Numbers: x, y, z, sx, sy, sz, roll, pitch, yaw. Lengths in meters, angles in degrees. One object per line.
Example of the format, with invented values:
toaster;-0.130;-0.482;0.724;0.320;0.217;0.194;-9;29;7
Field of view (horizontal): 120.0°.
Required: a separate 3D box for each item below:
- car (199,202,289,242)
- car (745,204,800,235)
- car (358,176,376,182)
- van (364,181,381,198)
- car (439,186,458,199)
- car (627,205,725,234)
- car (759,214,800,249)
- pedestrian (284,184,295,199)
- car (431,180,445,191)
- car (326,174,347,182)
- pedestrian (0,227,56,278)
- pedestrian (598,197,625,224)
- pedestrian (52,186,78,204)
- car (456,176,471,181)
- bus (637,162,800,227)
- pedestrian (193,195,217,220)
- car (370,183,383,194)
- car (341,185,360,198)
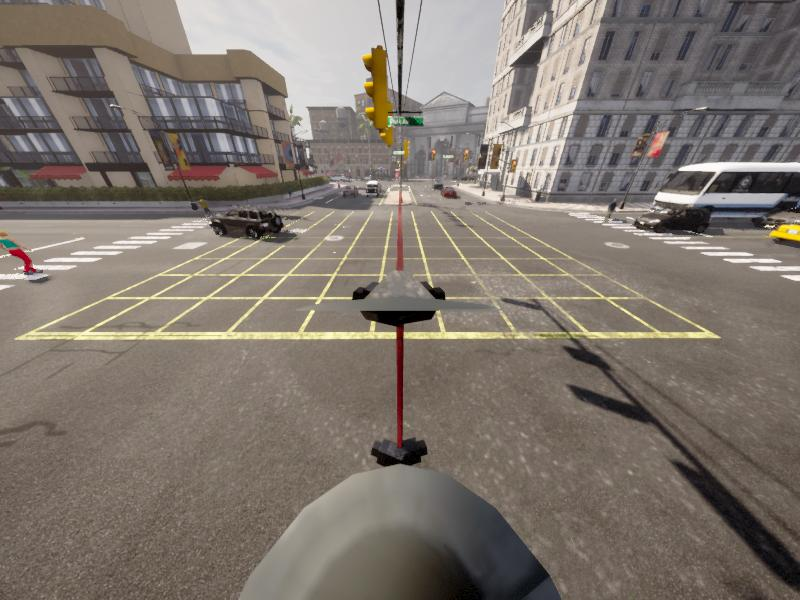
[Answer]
car;-10.108;-5.228;15.191;4.605;1.855;1.932;9;31;14
car;28.617;-5.707;16.214;4.611;1.667;2.242;0;30;0
car;-10.375;-37.913;72.139;4.974;1.542;2.038;8;31;14
van;-4.179;-17.084;35.556;2.069;2.038;4.480;0;30;0
car;7.315;-16.399;35.041;1.994;1.385;4.181;0;30;0
car;19.106;-5.667;16.214;3.988;1.617;1.851;0;30;0
car;25.010;-3.917;13.208;5.366;1.575;1.801;0;30;0
pedestrian;-14.894;-14.583;31.052;0.751;1.860;0.751;-1;30;-1
car;7.345;-22.377;45.123;1.930;1.638;5.238;0;30;0
car;-19.218;-36.794;69.691;5.566;2.045;2.150;1;30;0
pedestrian;-15.666;-1.943;9.463;0.751;1.860;0.751;-5;30;-8
pedestrian;16.834;-7.136;18.456;0.751;1.860;0.751;3;30;6
pedestrian;-38.971;-12.180;26.888;0.751;1.860;0.751;-1;30;-2
car;19.916;-38.079;72.485;4.193;1.474;1.816;0;30;1
bus;26.975;-8.509;18.498;10.273;4.253;3.944;0;30;0
pedestrian;-16.632;-7.905;19.789;0.751;1.860;0.751;-2;30;-3
car;-4.167;-20.061;41.308;1.812;1.442;4.674;0;30;0
car;-7.682;-17.137;36.245;1.812;1.442;4.674;0;30;0
